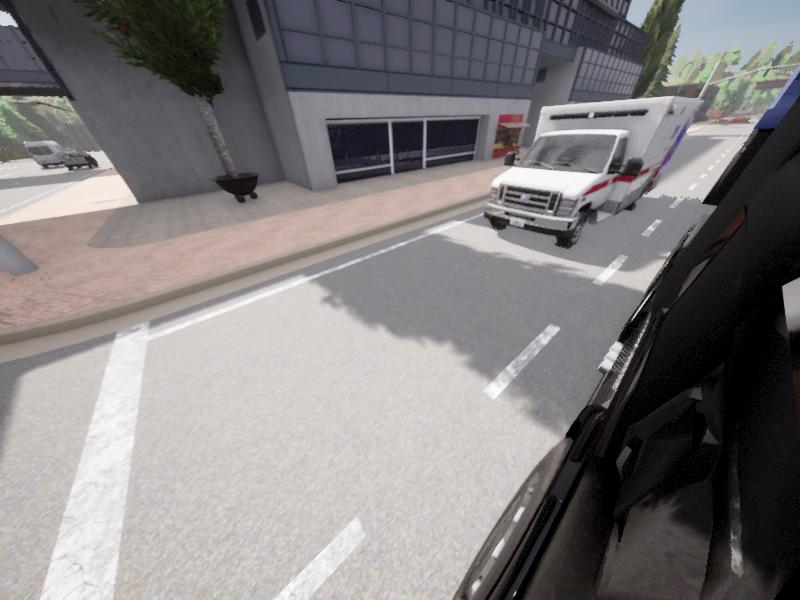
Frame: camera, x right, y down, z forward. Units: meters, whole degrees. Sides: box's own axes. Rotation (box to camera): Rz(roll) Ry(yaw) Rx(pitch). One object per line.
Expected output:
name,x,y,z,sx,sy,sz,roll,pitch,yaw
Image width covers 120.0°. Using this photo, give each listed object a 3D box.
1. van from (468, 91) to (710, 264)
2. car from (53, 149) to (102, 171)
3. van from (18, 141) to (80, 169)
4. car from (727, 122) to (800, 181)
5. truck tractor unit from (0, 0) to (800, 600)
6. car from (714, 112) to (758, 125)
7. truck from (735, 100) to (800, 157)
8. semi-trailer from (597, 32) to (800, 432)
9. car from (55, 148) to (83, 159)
van,4.875,-3.457,5.924,6.366,2.431,2.351,-27,43,-29
car,-33.867,-14.817,24.398,1.851,1.617,3.988,-27,43,-29
van,-41.934,-17.595,27.874,1.988,2.561,5.915,-27,43,-29
car,16.006,-6.216,9.490,4.611,1.667,2.242,-27,43,-29
truck tractor unit,2.645,-0.295,0.351,6.516,4.208,3.053,-28,44,-30
car,63.716,-34.483,43.889,4.553,1.767,2.097,-4,37,-2
truck,23.070,-10.194,13.665,5.204,2.467,2.627,-27,43,-29
semi-trailer,8.750,-3.578,4.163,14.254,4.402,2.717,-28,43,-29
car,-61.915,-27.512,43.303,1.837,1.490,4.892,-28,43,-29
